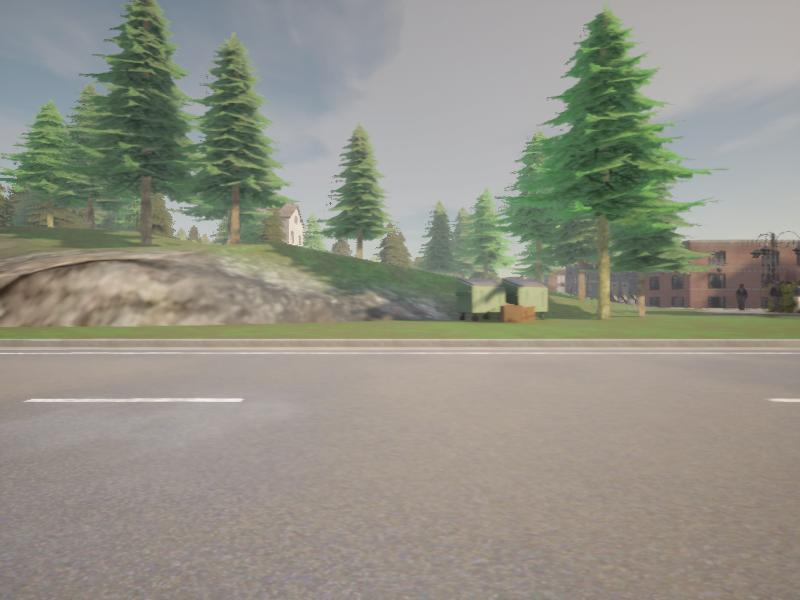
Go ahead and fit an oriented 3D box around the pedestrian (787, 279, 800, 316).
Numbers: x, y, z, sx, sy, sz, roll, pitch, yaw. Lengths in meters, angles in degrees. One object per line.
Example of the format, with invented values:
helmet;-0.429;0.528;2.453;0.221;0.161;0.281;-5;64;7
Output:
pedestrian;20.479;-0.108;20.535;0.751;1.860;0.751;0;0;-37

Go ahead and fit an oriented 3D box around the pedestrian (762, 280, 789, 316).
pedestrian;19.952;-0.108;21.253;0.751;1.860;0.751;0;0;-2

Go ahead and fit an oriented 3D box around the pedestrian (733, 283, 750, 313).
pedestrian;21.537;-0.108;25.223;0.751;1.860;0.751;0;0;42
